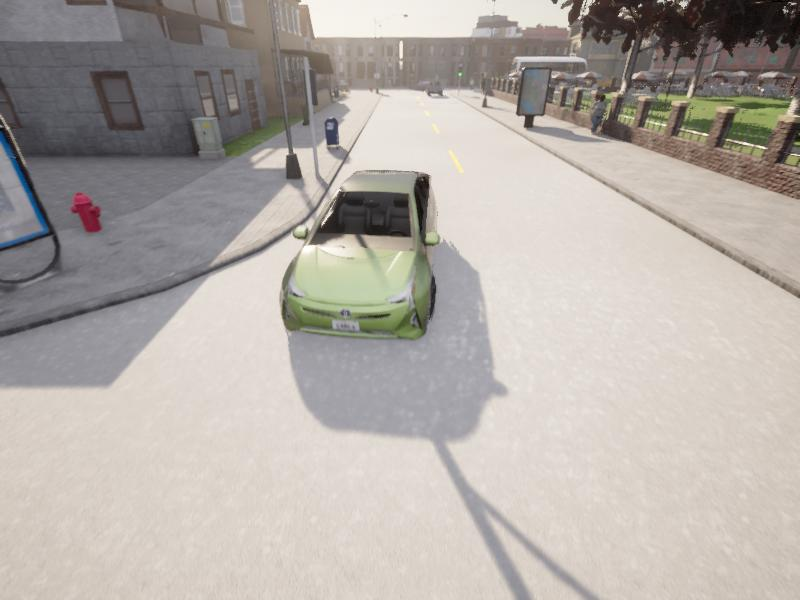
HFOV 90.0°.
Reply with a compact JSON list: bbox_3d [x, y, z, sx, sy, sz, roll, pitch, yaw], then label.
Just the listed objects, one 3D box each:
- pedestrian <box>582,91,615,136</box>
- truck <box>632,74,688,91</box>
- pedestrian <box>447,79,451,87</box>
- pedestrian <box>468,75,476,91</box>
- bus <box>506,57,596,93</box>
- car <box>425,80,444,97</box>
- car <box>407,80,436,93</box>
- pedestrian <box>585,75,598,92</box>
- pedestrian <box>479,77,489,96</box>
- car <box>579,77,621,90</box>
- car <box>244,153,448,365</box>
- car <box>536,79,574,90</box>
[{"bbox_3d":[9.359,-8.806,18.933,0.751,1.860,0.751,0,30,0],"label":"pedestrian"},{"bbox_3d":[38.187,-32.062,58.907,6.274,2.098,2.390,0,30,0],"label":"truck"},{"bbox_3d":[7.580,-33.610,62.038,0.500,1.100,0.500,5,31,8],"label":"pedestrian"},{"bbox_3d":[9.348,-28.224,52.074,0.751,1.860,0.751,0,30,0],"label":"pedestrian"},{"bbox_3d":[20.510,-30.946,55.051,10.273,4.253,3.944,0,30,0],"label":"bus"},{"bbox_3d":[3.985,-24.506,46.322,1.845,1.501,3.633,0,30,0],"label":"car"},{"bbox_3d":[2.944,-29.897,56.036,1.812,1.442,4.674,-15,33,-24],"label":"car"},{"bbox_3d":[24.464,-27.679,51.166,0.751,1.860,0.751,-13,33,-21],"label":"pedestrian"},{"bbox_3d":[9.306,-23.645,44.254,0.751,1.860,0.751,-1,30,-2],"label":"pedestrian"},{"bbox_3d":[29.453,-31.913,58.970,5.008,1.535,1.882,0,30,0],"label":"car"},{"bbox_3d":[-0.339,-1.096,6.349,2.007,1.525,4.514,4,31,6],"label":"car"},{"bbox_3d":[22.742,-31.796,59.008,4.718,1.301,1.895,0,30,0],"label":"car"}]
